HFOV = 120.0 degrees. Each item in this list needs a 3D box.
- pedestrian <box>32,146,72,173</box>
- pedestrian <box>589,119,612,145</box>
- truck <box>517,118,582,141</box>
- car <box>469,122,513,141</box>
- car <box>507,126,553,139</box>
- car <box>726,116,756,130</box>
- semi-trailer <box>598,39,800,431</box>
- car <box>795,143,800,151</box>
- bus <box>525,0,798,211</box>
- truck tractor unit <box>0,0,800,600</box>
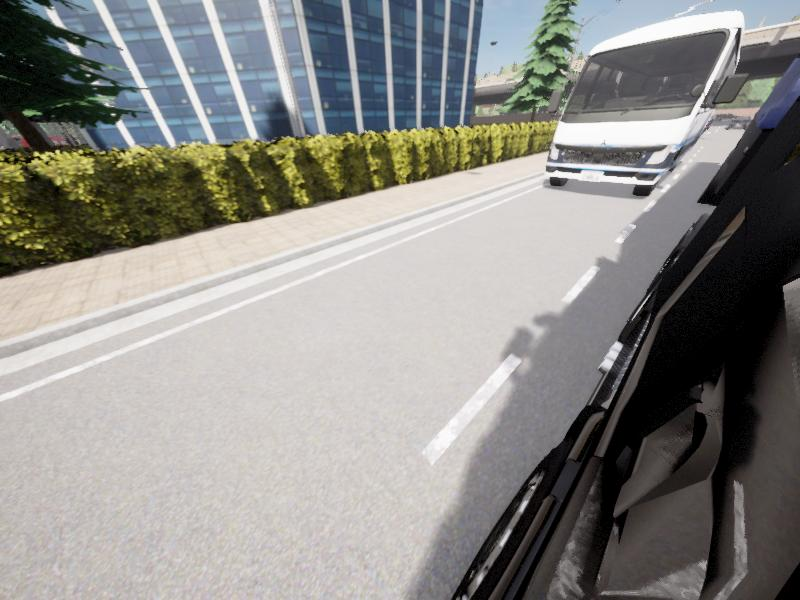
[{"bbox_3d":[-29.414,-11.853,19.565,0.751,1.860,0.751,-12,38,-12],"label":"pedestrian"},{"bbox_3d":[17.831,-14.935,20.557,0.751,1.860,0.751,-25,42,-27],"label":"pedestrian"},{"bbox_3d":[19.055,-21.951,29.839,2.390,2.098,6.274,-29,44,-31],"label":"truck"},{"bbox_3d":[13.567,-25.474,34.934,2.150,2.045,5.566,-29,45,-31],"label":"car"},{"bbox_3d":[19.115,-24.800,34.224,2.033,1.411,5.357,-29,44,-31],"label":"car"},{"bbox_3d":[48.835,-25.437,33.162,4.674,1.442,1.812,-30,44,-31],"label":"car"},{"bbox_3d":[8.697,-3.612,4.220,14.254,4.402,2.717,-28,44,-30],"label":"semi-trailer"},{"bbox_3d":[25.282,-9.298,13.117,4.974,1.542,2.038,-29,44,-31],"label":"car"},{"bbox_3d":[9.889,-7.225,9.099,10.273,4.253,3.944,-29,44,-31],"label":"bus"},{"bbox_3d":[2.645,-0.295,0.351,6.516,4.208,3.053,-28,44,-30],"label":"truck tractor unit"}]
